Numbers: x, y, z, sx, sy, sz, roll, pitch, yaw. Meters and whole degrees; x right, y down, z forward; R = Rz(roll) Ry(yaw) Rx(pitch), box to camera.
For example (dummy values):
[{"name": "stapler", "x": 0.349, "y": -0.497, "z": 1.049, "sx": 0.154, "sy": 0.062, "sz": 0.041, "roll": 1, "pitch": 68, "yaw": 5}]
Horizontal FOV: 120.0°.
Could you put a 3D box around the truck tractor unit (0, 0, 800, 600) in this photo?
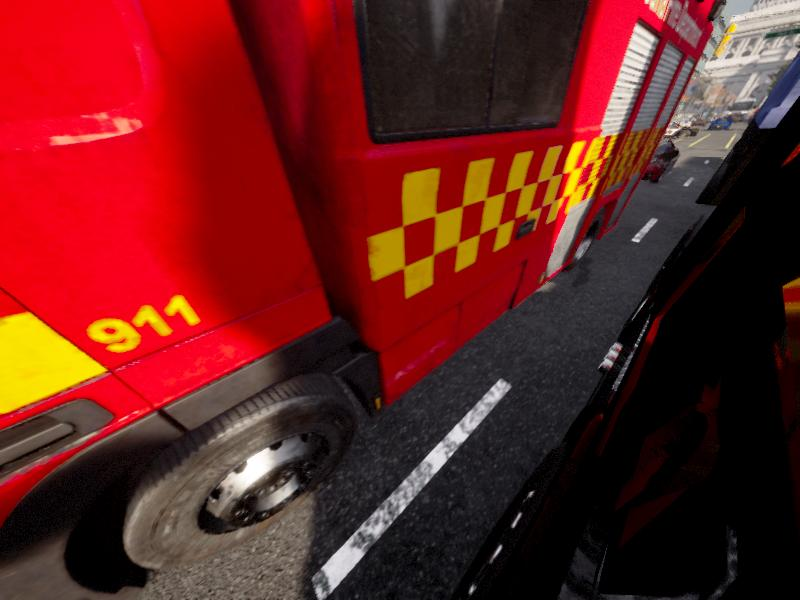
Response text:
[{"name": "truck tractor unit", "x": 2.645, "y": -0.295, "z": 0.351, "sx": 6.516, "sy": 4.208, "sz": 3.053, "roll": -28, "pitch": 44, "yaw": -30}]

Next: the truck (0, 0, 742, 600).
[{"name": "truck", "x": 0.321, "y": -1.676, "z": 2.678, "sx": 8.468, "sy": 3.827, "sz": 2.891, "roll": -28, "pitch": 44, "yaw": -30}]

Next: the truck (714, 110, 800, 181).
[{"name": "truck", "x": 16.438, "y": -6.837, "z": 9.980, "sx": 6.274, "sy": 2.098, "sz": 2.390, "roll": -28, "pitch": 43, "yaw": -30}]

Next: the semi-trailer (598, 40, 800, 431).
[{"name": "semi-trailer", "x": 8.685, "y": -3.621, "z": 4.230, "sx": 14.254, "sy": 4.402, "sz": 2.717, "roll": -28, "pitch": 44, "yaw": -30}]

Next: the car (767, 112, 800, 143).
[{"name": "car", "x": 31.130, "y": -12.511, "z": 16.742, "sx": 1.932, "sy": 1.855, "sz": 4.605, "roll": 3, "pitch": 37, "yaw": 8}]

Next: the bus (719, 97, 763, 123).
[{"name": "bus", "x": 79.720, "y": -44.367, "z": 54.080, "sx": 10.273, "sy": 4.253, "sz": 3.944, "roll": -28, "pitch": 44, "yaw": -30}]

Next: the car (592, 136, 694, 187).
[{"name": "car", "x": 10.464, "y": -6.088, "z": 9.950, "sx": 4.181, "sy": 1.385, "sz": 1.994, "roll": -28, "pitch": 44, "yaw": -30}]

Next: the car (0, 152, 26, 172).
[{"name": "car", "x": -44.357, "y": -14.888, "z": 25.095, "sx": 1.851, "sy": 1.617, "sz": 3.988, "roll": -16, "pitch": 39, "yaw": -16}]

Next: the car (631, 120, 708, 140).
[{"name": "car", "x": 28.854, "y": -18.406, "z": 25.049, "sx": 4.974, "sy": 1.542, "sz": 2.038, "roll": 21, "pitch": 42, "yaw": 28}]

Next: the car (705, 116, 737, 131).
[{"name": "car", "x": 45.256, "y": -24.821, "z": 32.527, "sx": 5.008, "sy": 1.535, "sz": 1.882, "roll": -28, "pitch": 43, "yaw": -30}]
